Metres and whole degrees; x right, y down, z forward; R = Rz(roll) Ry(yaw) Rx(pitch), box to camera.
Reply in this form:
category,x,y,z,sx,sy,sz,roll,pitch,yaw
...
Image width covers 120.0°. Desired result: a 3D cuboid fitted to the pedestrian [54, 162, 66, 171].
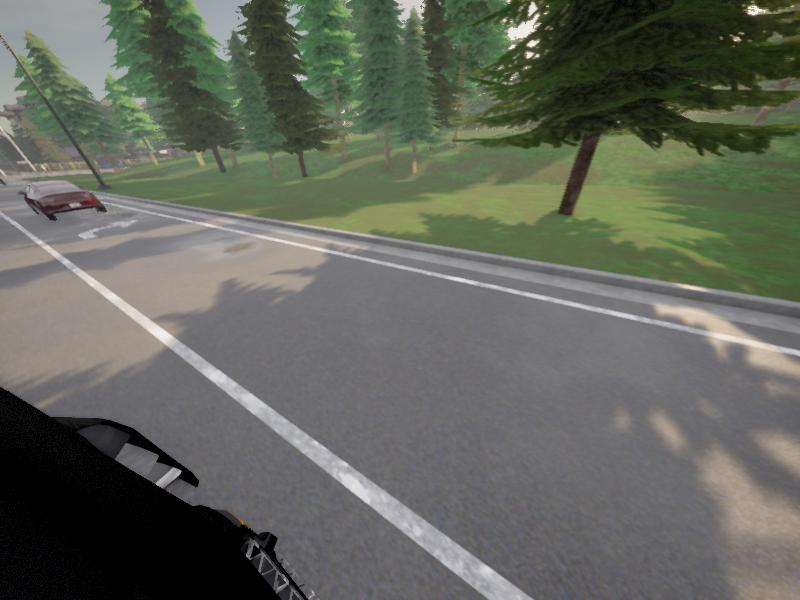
category,x,y,z,sx,sy,sz,roll,pitch,yaw
pedestrian,-87.573,-34.373,59.497,0.751,1.860,0.751,16,38,26

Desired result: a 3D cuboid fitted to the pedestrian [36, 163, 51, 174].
category,x,y,z,sx,sy,sz,roll,pitch,yaw
pedestrian,-74.410,-27.422,48.175,0.751,1.860,0.751,12,36,21

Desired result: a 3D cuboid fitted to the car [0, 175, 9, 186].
category,x,y,z,sx,sy,sz,roll,pitch,yaw
car,-51.103,-15.048,28.545,5.238,1.638,1.930,16,38,26

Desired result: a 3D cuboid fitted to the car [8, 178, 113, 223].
category,x,y,z,sx,sy,sz,roll,pitch,yaw
car,-16.392,-4.926,11.146,4.674,1.442,1.812,16,38,26
